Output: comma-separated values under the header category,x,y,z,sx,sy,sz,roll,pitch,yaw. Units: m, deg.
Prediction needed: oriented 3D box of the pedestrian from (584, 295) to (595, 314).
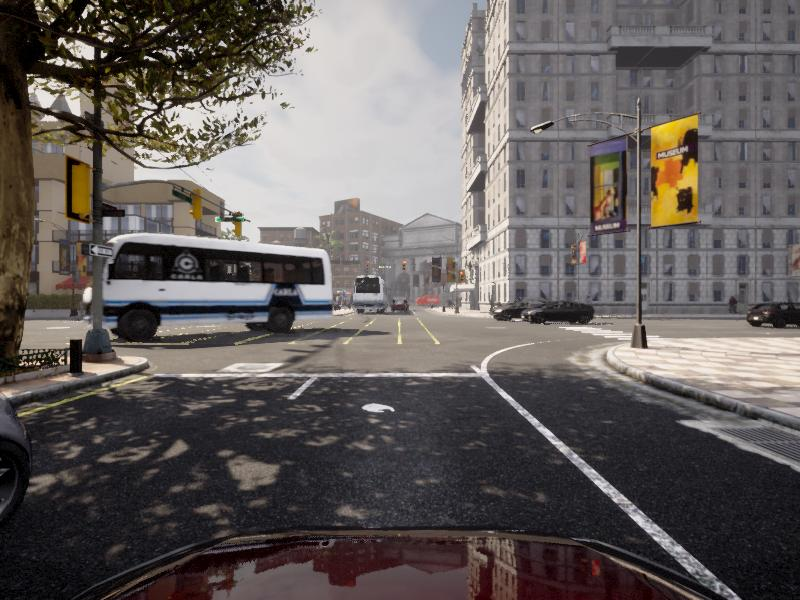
category,x,y,z,sx,sy,sz,roll,pitch,yaw
pedestrian,18.723,0.479,39.608,0.751,1.860,0.751,0,0,0

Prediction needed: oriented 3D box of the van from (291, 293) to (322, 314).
category,x,y,z,sx,sy,sz,roll,pitch,yaw
van,-11.502,0.371,49.802,2.351,2.431,6.366,0,0,0

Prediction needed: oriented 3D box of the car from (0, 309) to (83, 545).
category,x,y,z,sx,sy,sz,roll,pitch,yaw
car,-3.492,0.826,1.425,1.845,1.501,3.633,0,0,0

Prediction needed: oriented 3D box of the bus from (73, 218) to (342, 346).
category,x,y,z,sx,sy,sz,roll,pitch,yaw
bus,-8.105,-0.540,18.226,10.273,4.253,3.944,0,-2,-43

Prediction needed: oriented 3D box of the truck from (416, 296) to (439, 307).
category,x,y,z,sx,sy,sz,roll,pitch,yaw
truck,6.253,0.342,91.455,5.204,2.467,2.627,0,0,0

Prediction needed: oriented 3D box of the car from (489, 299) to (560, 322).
category,x,y,z,sx,sy,sz,roll,pitch,yaw
car,9.198,0.754,29.943,4.611,1.667,2.242,0,0,0

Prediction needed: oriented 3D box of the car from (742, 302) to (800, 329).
category,x,y,z,sx,sy,sz,roll,pitch,yaw
car,22.546,0.851,23.029,4.193,1.474,1.816,0,0,0

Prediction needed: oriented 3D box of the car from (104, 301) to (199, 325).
category,x,y,z,sx,sy,sz,roll,pitch,yaw
car,-16.200,0.822,26.301,4.974,1.542,2.038,0,0,0

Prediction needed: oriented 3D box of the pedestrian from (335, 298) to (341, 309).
category,x,y,z,sx,sy,sz,roll,pitch,yaw
pedestrian,-10.886,0.627,70.130,0.751,1.860,0.751,0,0,11

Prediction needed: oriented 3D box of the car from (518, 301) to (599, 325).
category,x,y,z,sx,sy,sz,roll,pitch,yaw
car,10.387,0.823,26.451,4.514,1.525,2.007,0,0,0

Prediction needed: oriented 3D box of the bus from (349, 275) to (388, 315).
category,x,y,z,sx,sy,sz,roll,pitch,yaw
bus,-3.622,-0.541,48.601,3.944,4.253,10.273,0,0,0

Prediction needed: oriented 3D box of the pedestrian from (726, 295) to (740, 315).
category,x,y,z,sx,sy,sz,roll,pitch,yaw
pedestrian,31.329,0.480,37.644,0.751,1.860,0.751,0,0,-5

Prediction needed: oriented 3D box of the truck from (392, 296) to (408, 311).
category,x,y,z,sx,sy,sz,roll,pitch,yaw
truck,0.000,0.534,59.649,2.390,2.098,6.274,0,0,0
